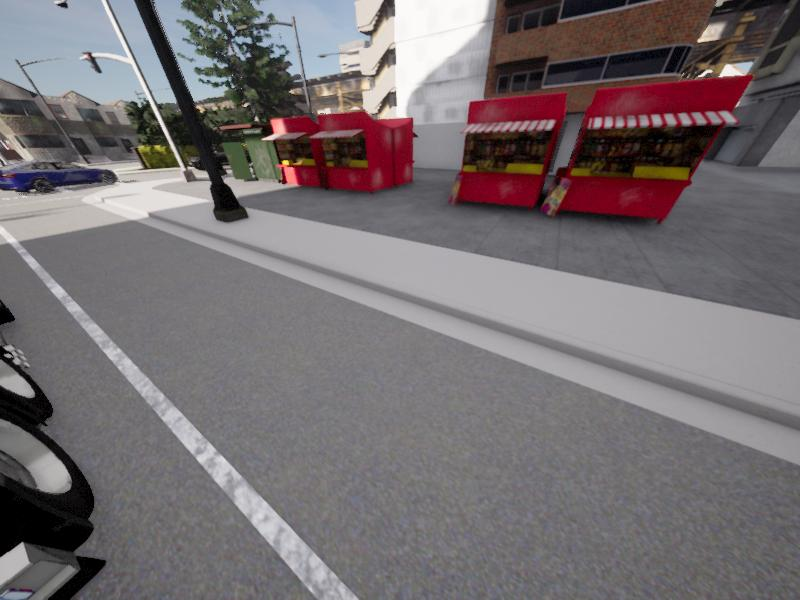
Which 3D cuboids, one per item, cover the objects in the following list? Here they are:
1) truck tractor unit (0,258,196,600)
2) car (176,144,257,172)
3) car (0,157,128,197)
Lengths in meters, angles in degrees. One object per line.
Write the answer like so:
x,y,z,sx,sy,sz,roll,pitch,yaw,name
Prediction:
-5.100,-0.310,0.797,6.516,4.208,3.053,19,39,25,truck tractor unit
-17.886,-14.194,22.996,2.150,2.045,5.566,18,39,26,car
-20.305,-7.470,13.788,2.163,1.488,4.792,4,35,9,car
